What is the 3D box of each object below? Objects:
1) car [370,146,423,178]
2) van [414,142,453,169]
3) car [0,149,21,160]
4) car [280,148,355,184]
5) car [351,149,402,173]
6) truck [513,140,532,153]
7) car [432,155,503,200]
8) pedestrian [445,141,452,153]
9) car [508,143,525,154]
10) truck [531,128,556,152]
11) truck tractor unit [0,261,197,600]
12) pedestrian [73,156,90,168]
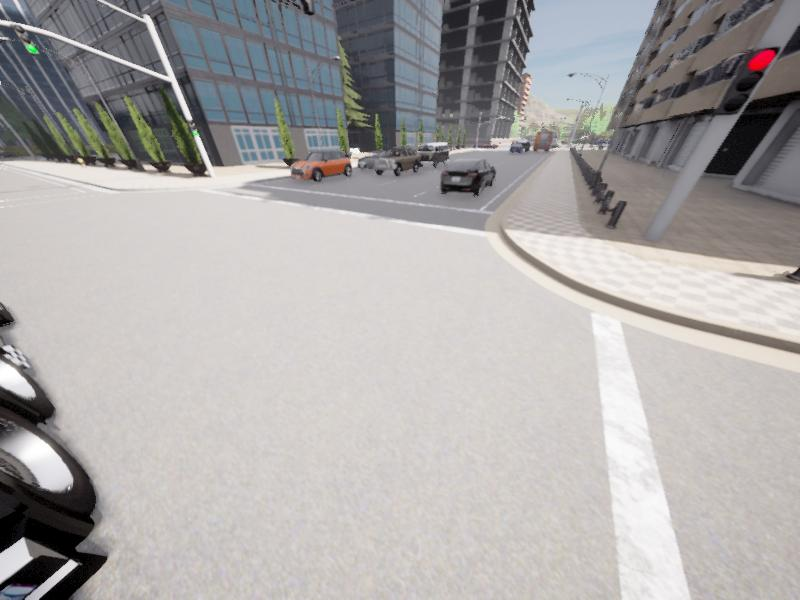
[{"bbox_3d":[-0.119,-10.922,18.090,1.932,1.855,4.605,18,39,25],"label":"car"},{"bbox_3d":[3.332,-14.343,22.832,2.069,2.038,4.480,18,39,25],"label":"van"},{"bbox_3d":[-76.864,-27.483,43.576,5.238,1.638,1.930,-14,37,-19],"label":"car"},{"bbox_3d":[-5.540,-9.556,16.280,2.097,1.767,4.553,18,39,25],"label":"car"},{"bbox_3d":[-1.991,-12.869,21.256,2.128,1.511,4.902,18,39,25],"label":"car"},{"bbox_3d":[25.317,-31.839,47.688,2.390,2.098,6.274,18,39,25],"label":"truck"},{"bbox_3d":[3.664,-6.572,12.094,2.163,1.488,4.792,17,39,24],"label":"car"},{"bbox_3d":[9.395,-29.602,44.622,0.751,1.860,0.751,22,41,29],"label":"pedestrian"},{"bbox_3d":[21.364,-27.750,42.341,1.882,1.535,5.008,18,39,25],"label":"car"},{"bbox_3d":[29.955,-33.206,48.070,2.891,3.827,8.468,18,39,24],"label":"truck"},{"bbox_3d":[-5.117,-0.292,0.791,6.516,4.208,3.053,18,39,25],"label":"truck tractor unit"},{"bbox_3d":[-33.663,-14.595,24.417,0.500,1.100,0.500,17,39,24],"label":"pedestrian"}]
